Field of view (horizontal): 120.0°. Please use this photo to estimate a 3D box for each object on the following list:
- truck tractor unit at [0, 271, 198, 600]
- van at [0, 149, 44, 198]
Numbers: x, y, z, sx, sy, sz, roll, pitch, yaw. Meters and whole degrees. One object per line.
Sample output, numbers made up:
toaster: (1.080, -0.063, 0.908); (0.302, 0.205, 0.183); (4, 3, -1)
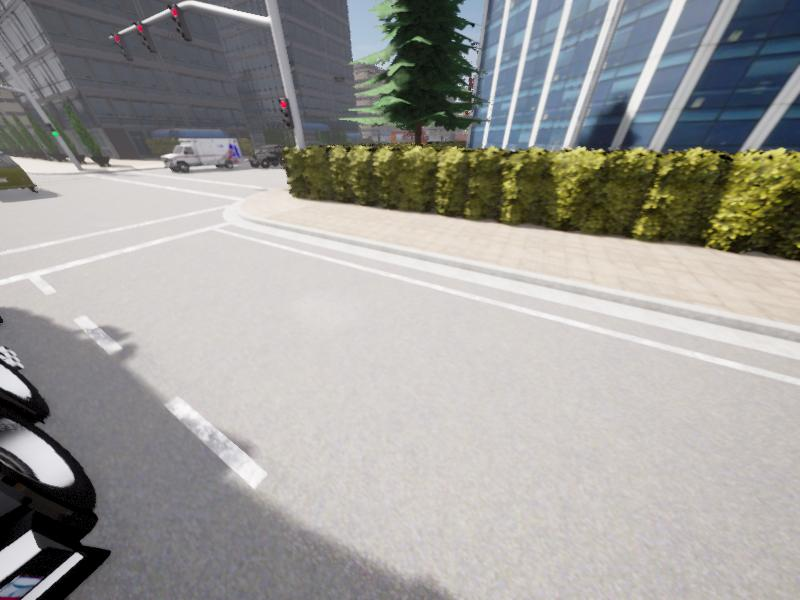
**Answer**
truck tractor unit: (-5.127, -0.283, 0.762); (6.516, 4.208, 3.053); (18, 39, 24)
van: (-21.422, -6.654, 12.031); (4.442, 1.987, 1.775); (17, 38, 23)
